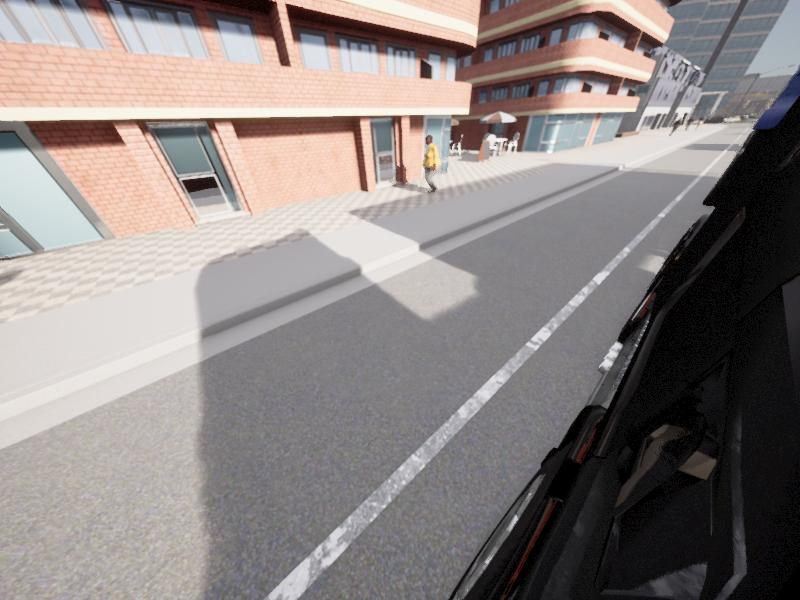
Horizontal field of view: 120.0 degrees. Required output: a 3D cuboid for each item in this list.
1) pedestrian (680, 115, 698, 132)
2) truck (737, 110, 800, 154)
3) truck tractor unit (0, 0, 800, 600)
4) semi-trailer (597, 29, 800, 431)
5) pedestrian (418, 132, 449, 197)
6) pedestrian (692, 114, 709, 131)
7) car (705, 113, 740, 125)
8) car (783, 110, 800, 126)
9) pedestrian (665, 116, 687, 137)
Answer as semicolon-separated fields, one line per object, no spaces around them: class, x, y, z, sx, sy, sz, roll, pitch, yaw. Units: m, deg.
pedestrian;41.262;-25.209;32.959;0.751;1.860;0.751;-25;42;-27
truck;25.663;-11.444;15.579;6.274;2.098;2.390;-28;43;-29
truck tractor unit;2.645;-0.295;0.351;6.516;4.208;3.053;-28;44;-30
semi-trailer;8.752;-3.565;4.179;14.254;4.402;2.717;-27;43;-29
pedestrian;1.130;-4.725;8.107;0.751;1.860;0.751;-14;38;-15
pedestrian;43.927;-25.947;33.780;0.751;1.860;0.751;-26;43;-28
car;71.511;-40.202;51.371;1.932;1.855;4.605;7;38;13
car;64.680;-29.363;37.210;1.905;1.878;3.866;29;47;35
pedestrian;31.441;-19.785;26.335;0.751;1.860;0.751;-27;43;-29
